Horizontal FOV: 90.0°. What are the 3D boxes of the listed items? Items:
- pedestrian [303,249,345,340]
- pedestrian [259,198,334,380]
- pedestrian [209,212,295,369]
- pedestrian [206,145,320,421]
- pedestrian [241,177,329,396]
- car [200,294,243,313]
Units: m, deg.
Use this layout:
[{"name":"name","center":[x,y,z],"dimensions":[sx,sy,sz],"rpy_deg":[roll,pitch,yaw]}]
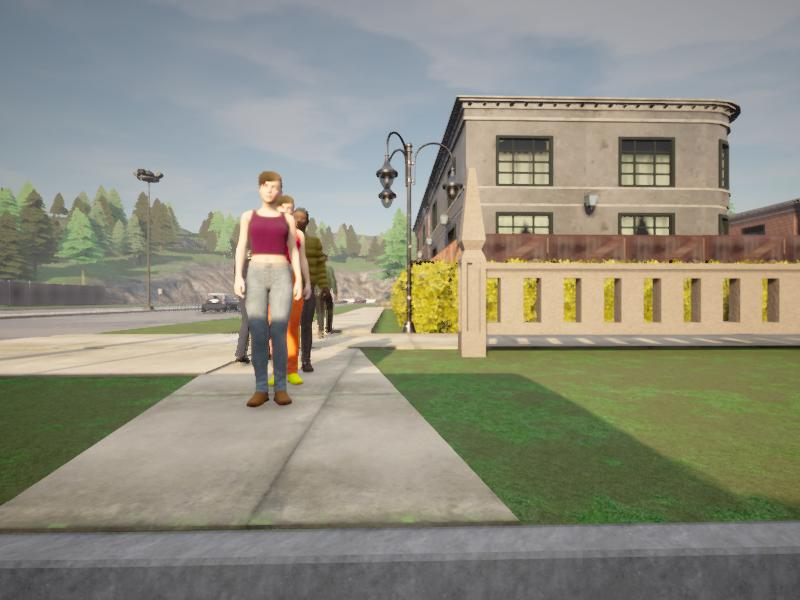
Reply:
[{"name":"pedestrian","center":[-1.610,-0.115,8.584],"dimensions":[0.751,1.860,0.751],"rpy_deg":[0,0,0]},{"name":"pedestrian","center":[-1.132,-0.115,4.518],"dimensions":[0.751,1.860,0.751],"rpy_deg":[0,0,-10]},{"name":"pedestrian","center":[-1.896,-0.115,5.202],"dimensions":[0.751,1.860,0.751],"rpy_deg":[0,0,17]},{"name":"pedestrian","center":[-1.020,-0.115,3.149],"dimensions":[0.751,1.860,0.751],"rpy_deg":[0,0,-12]},{"name":"pedestrian","center":[-1.112,-0.115,3.876],"dimensions":[0.751,1.860,0.751],"rpy_deg":[0,0,-18]},{"name":"car","center":[-14.323,0.253,32.292],"dimensions":[1.970,1.475,3.806],"rpy_deg":[0,0,-4]}]
